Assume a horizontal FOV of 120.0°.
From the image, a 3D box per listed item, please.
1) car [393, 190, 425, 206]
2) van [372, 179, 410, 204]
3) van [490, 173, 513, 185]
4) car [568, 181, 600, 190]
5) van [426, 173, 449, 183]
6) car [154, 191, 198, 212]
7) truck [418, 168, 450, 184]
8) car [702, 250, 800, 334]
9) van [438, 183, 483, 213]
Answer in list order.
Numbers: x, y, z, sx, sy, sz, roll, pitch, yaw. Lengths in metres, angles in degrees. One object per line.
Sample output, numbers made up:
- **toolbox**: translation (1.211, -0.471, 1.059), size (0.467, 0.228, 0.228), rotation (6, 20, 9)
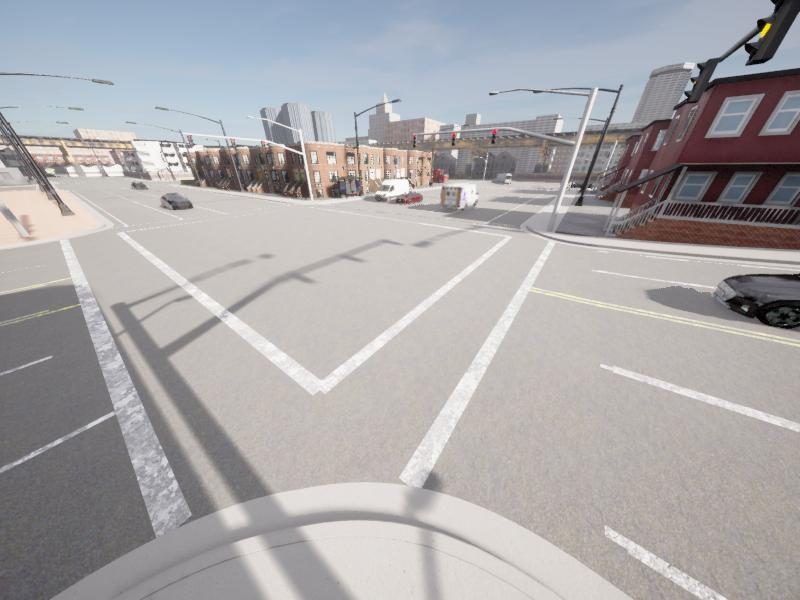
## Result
- **car**: translation (1.212, -13.283, 29.938), size (1.994, 1.385, 4.181), rotation (20, 36, 31)
- **van**: translation (-1.095, -15.179, 32.052), size (1.988, 2.561, 5.915), rotation (20, 36, 31)
- **van**: translation (27.819, -33.351, 63.527), size (1.988, 2.561, 5.915), rotation (-8, 31, -15)
- **car**: translation (38.467, -24.044, 48.500), size (4.674, 1.442, 1.812), rotation (10, 31, 16)
- **van**: translation (11.395, -36.989, 69.939), size (6.366, 2.431, 2.351), rotation (21, 36, 31)
- **car**: translation (-25.062, -11.053, 25.804), size (5.238, 1.638, 1.930), rotation (20, 36, 31)
- **truck**: translation (9.725, -36.000, 66.829), size (8.468, 3.827, 2.891), rotation (20, 36, 31)
- **car**: translation (12.047, 0.000, 5.802), size (4.856, 1.649, 2.033), rotation (14, 32, 34)
- **van**: translation (6.920, -11.628, 26.012), size (2.351, 2.431, 6.366), rotation (20, 36, 30)
